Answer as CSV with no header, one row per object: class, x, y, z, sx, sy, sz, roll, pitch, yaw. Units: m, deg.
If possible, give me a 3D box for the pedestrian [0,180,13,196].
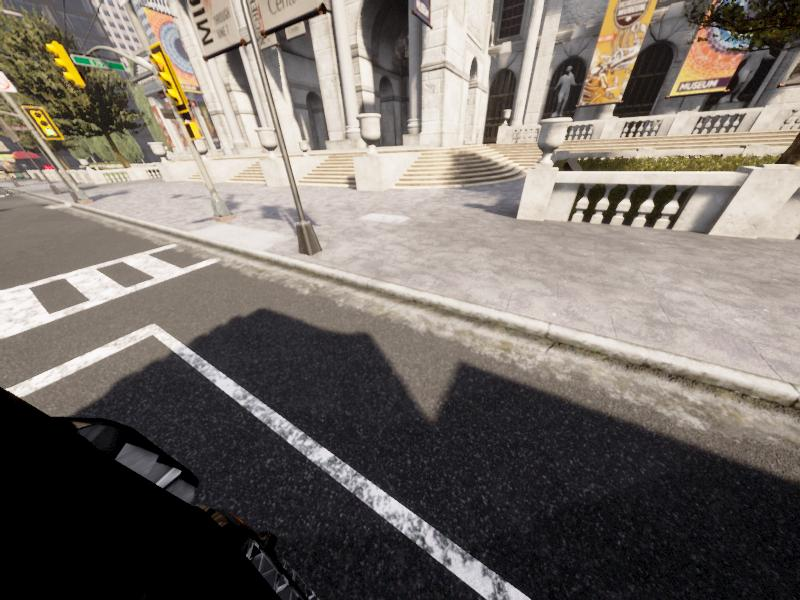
pedestrian,-36.852,-10.539,21.040,0.751,1.860,0.751,14,37,24
